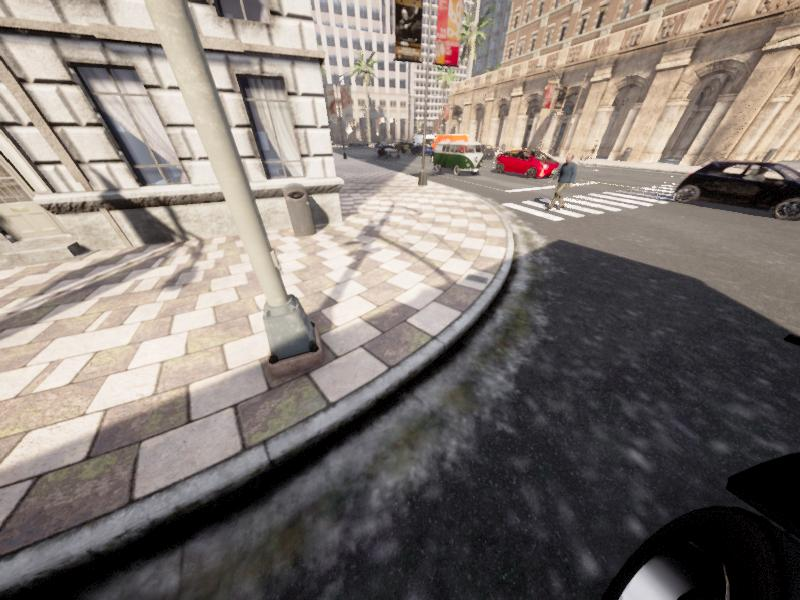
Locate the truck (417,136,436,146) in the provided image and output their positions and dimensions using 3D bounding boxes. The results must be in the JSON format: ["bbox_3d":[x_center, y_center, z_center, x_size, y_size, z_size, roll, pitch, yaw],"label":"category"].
[{"bbox_3d":[8.302,-49.519,71.989,5.204,2.467,2.627,-13,37,-18],"label":"truck"}]

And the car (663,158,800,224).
[{"bbox_3d":[12.585,-3.998,8.177,1.845,1.501,3.633,-14,37,-18],"label":"car"}]

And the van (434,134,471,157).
[{"bbox_3d":[7.376,-22.173,33.128,1.988,2.561,5.915,-13,37,-18],"label":"van"}]

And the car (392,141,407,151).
[{"bbox_3d":[-0.149,-32.464,48.659,1.845,1.501,3.633,-12,37,-16],"label":"car"}]

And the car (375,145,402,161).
[{"bbox_3d":[-1.535,-18.286,28.622,1.812,1.442,4.674,-14,37,-18],"label":"car"}]

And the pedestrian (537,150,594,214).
[{"bbox_3d":[5.666,-4.089,8.022,0.751,1.860,0.751,-10,36,-13],"label":"pedestrian"}]

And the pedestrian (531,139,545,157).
[{"bbox_3d":[17.115,-18.896,28.695,0.751,1.860,0.751,-7,36,-10],"label":"pedestrian"}]

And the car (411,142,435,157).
[{"bbox_3d":[3.245,-22.279,34.115,1.851,1.617,3.988,-13,37,-18],"label":"car"}]

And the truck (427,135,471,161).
[{"bbox_3d":[5.868,-18.920,28.582,2.627,2.467,5.204,-13,37,-18],"label":"truck"}]

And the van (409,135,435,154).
[{"bbox_3d":[3.660,-27.430,40.615,1.988,2.561,5.915,-13,37,-18],"label":"van"}]

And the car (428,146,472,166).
[{"bbox_3d":[4.856,-14.627,23.344,1.837,1.490,4.892,-14,37,-18],"label":"car"}]

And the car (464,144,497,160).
[{"bbox_3d":[9.830,-18.303,28.496,1.845,1.501,3.633,-13,37,-18],"label":"car"}]

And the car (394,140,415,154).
[{"bbox_3d":[0.682,-26.008,39.194,1.932,1.855,4.605,-13,38,-18],"label":"car"}]

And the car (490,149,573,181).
[{"bbox_3d":[8.677,-9.373,15.834,2.007,1.525,4.514,-14,37,-18],"label":"car"}]

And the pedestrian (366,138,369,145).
[{"bbox_3d":[-10.412,-50.349,73.514,0.751,1.860,0.751,-13,37,-18],"label":"pedestrian"}]

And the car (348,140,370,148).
[{"bbox_3d":[-10.597,-40.390,59.880,5.238,1.638,1.930,-13,37,-18],"label":"car"}]

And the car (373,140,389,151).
[{"bbox_3d":[-4.037,-32.604,48.652,2.097,1.767,4.553,-14,37,-18],"label":"car"}]

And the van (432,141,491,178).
[{"bbox_3d":[4.257,-10.412,16.938,1.775,1.987,4.442,-14,37,-18],"label":"van"}]

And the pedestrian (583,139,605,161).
[{"bbox_3d":[19.686,-15.242,23.492,0.751,1.860,0.751,-10,36,-13],"label":"pedestrian"}]

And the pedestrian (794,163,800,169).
[{"bbox_3d":[30.240,-10.513,16.710,0.751,1.860,0.751,-13,37,-17],"label":"pedestrian"}]
